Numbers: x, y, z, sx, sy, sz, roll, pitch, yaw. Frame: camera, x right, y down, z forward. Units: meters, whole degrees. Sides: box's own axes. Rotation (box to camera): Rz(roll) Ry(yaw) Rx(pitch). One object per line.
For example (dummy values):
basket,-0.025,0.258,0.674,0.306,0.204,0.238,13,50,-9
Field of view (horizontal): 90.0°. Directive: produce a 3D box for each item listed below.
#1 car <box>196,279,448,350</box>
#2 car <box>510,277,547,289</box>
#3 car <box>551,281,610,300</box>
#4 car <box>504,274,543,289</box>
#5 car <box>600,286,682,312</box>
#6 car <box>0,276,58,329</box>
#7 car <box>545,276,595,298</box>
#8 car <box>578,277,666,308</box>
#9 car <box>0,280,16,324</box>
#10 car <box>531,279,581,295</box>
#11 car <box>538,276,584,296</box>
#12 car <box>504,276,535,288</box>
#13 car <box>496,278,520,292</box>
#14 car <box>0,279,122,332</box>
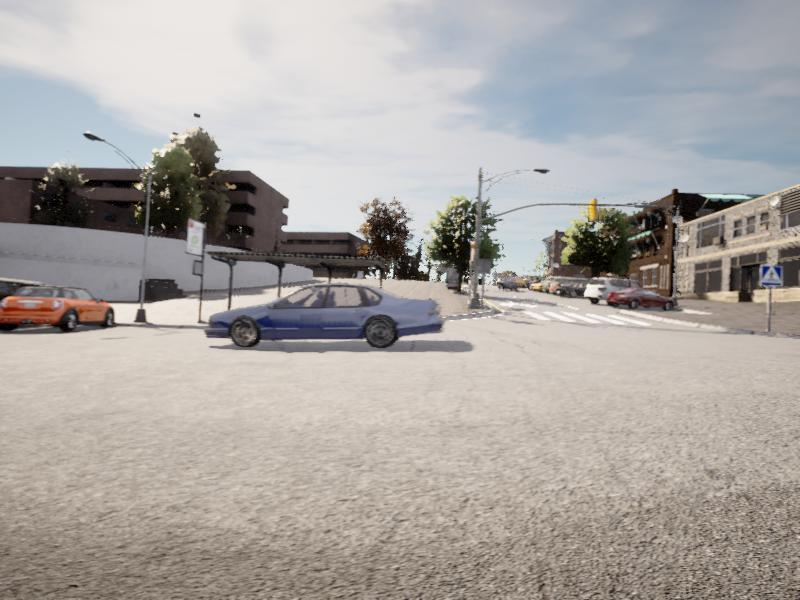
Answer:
car,-1.607,0.338,9.288,5.357,1.411,2.033,-1,0,8
car,20.446,-2.638,63.763,5.366,1.575,1.946,2,4,-15
car,17.875,-0.975,39.709,4.892,1.521,2.231,2,4,-14
car,20.527,-3.103,66.692,5.566,2.045,2.435,2,5,-15
car,16.658,-0.105,27.716,4.674,1.452,2.002,2,4,-14
car,-16.193,0.090,16.051,1.878,1.987,4.442,2,-2,-14
car,18.092,-1.412,42.657,4.442,1.987,1.878,2,5,-14
car,17.000,-0.602,30.703,5.566,2.045,2.435,2,4,-14
car,-19.205,0.000,16.441,2.435,2.045,5.566,2,-2,-14
car,18.985,-1.596,48.760,5.366,1.575,1.946,2,4,-14
car,18.398,-1.621,45.662,4.442,1.987,1.878,2,5,-14
car,20.777,-3.190,69.734,4.553,1.767,2.185,2,4,-16
car,13.695,-1.982,50.908,2.128,1.511,4.902,3,4,5
car,-13.228,0.259,15.805,2.185,1.767,4.553,2,-2,-14
